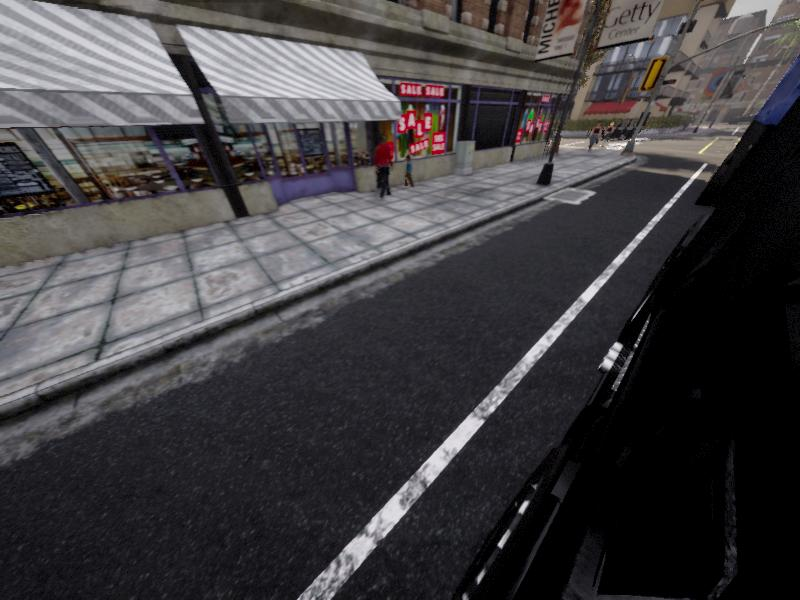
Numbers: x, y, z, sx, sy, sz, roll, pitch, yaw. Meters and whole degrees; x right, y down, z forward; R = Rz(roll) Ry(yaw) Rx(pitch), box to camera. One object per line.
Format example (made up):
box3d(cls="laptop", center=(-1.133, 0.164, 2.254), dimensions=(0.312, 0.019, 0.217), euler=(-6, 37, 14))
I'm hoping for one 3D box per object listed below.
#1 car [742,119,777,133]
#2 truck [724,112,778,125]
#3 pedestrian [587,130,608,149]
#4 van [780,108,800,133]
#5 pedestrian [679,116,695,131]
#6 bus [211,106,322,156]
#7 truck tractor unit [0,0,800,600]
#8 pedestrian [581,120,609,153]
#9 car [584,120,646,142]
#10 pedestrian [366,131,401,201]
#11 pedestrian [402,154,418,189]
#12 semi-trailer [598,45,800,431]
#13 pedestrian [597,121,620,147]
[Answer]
box3d(cls="car", center=(49.068, -23.817, 31.603), dimensions=(5.357, 1.411, 2.033), euler=(-28, 44, -30))
box3d(cls="truck", center=(80.048, -41.456, 52.870), dimensions=(2.390, 2.098, 6.274), euler=(-17, 40, -19))
box3d(cls="pedestrian", center=(17.474, -14.216, 20.448), dimensions=(0.751, 1.300, 0.751), euler=(-26, 43, -28))
box3d(cls="van", center=(51.660, -22.855, 29.349), dimensions=(6.366, 2.431, 2.351), euler=(-28, 44, -30))
box3d(cls="pedestrian", center=(44.995, -27.686, 36.236), dimensions=(0.751, 1.860, 0.751), euler=(-28, 44, -30))
box3d(cls="bus", center=(-15.639, -20.713, 28.216), dimensions=(10.273, 4.253, 3.944), euler=(-28, 44, -30))
box3d(cls="truck tractor unit", center=(2.645, -0.295, 0.351), dimensions=(6.516, 4.208, 3.053), euler=(-28, 44, -30))
box3d(cls="pedestrian", center=(13.974, -11.727, 16.605), dimensions=(0.751, 1.860, 0.751), euler=(-28, 44, -30))
box3d(cls="car", center=(24.508, -19.408, 26.540), dimensions=(1.932, 1.855, 4.605), euler=(-28, 44, -30))
box3d(cls="pedestrian", center=(-0.493, -4.357, 7.546), dimensions=(0.751, 1.860, 0.751), euler=(15, 40, 22))
box3d(cls="pedestrian", center=(0.396, -4.989, 8.970), dimensions=(0.500, 1.100, 0.500), euler=(-7, 37, -7))
box3d(cls="semi-trailer", center=(8.704, -3.583, 4.250), dimensions=(14.254, 4.402, 2.717), euler=(-28, 44, -30))
box3d(cls="pedestrian", center=(19.110, -15.209, 21.218), dimensions=(0.751, 1.860, 0.751), euler=(-25, 43, -27))
